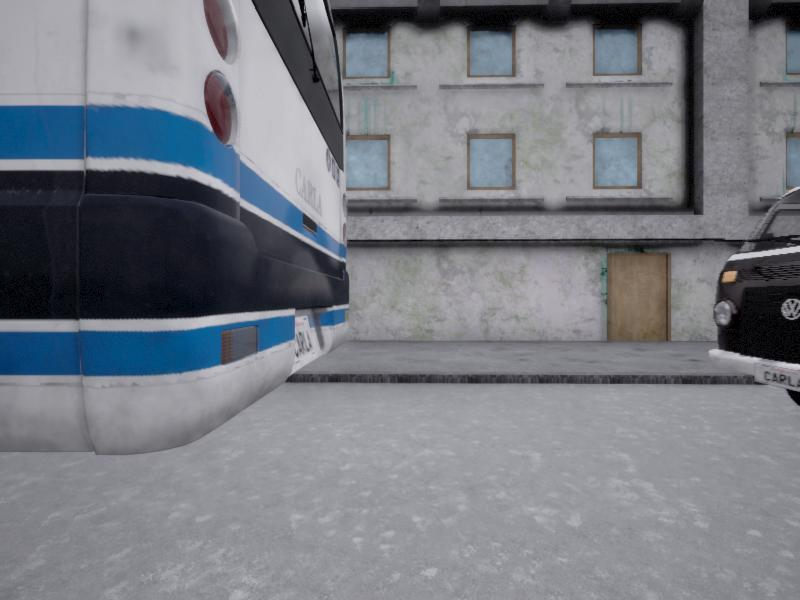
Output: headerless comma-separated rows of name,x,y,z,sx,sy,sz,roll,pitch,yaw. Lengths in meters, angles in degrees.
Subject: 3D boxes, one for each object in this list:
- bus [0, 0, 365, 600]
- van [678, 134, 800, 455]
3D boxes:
bus,-5.575,-1.134,2.714,10.273,4.253,3.944,0,0,1
van,4.781,-0.028,2.607,4.480,2.038,2.069,0,0,1
